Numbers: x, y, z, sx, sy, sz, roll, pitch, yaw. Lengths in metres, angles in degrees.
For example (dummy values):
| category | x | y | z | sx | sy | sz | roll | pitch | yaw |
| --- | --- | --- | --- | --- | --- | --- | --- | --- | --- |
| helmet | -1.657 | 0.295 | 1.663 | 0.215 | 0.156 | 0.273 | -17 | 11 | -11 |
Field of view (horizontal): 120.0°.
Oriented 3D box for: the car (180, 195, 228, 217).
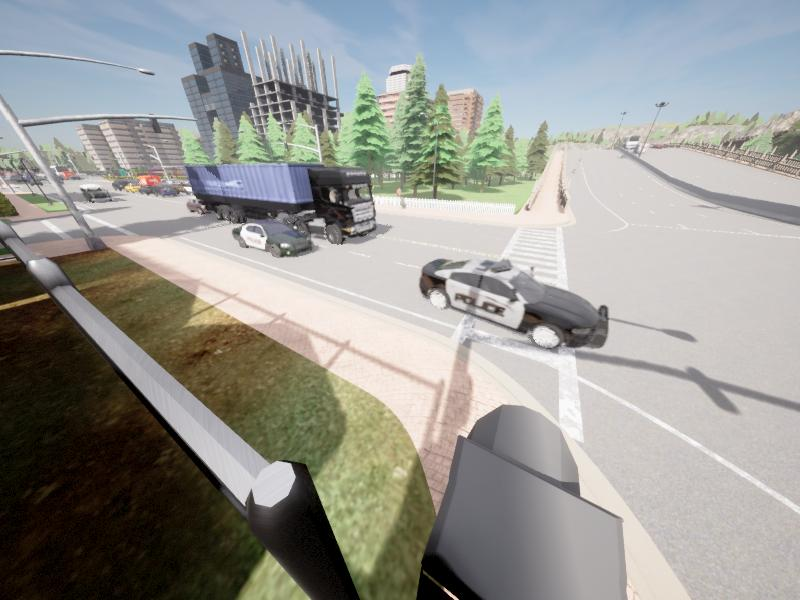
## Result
| category | x | y | z | sx | sy | sz | roll | pitch | yaw |
| --- | --- | --- | --- | --- | --- | --- | --- | --- | --- |
| car | -19.103 | -9.225 | 22.530 | 3.806 | 1.475 | 1.970 | 17 | 34 | 27 |

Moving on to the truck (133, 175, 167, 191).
| category | x | y | z | sx | sy | sz | roll | pitch | yaw |
| --- | --- | --- | --- | --- | --- | --- | --- | --- | --- |
| truck | -49.132 | -23.022 | 45.411 | 5.204 | 2.467 | 2.627 | 17 | 34 | 27 |

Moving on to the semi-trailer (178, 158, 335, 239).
| category | x | y | z | sx | sy | sz | roll | pitch | yaw |
| --- | --- | --- | --- | --- | --- | --- | --- | --- | --- |
| semi-trailer | -11.493 | -8.235 | 17.849 | 14.254 | 4.402 | 2.717 | 17 | 34 | 27 |

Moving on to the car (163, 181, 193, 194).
| category | x | y | z | sx | sy | sz | roll | pitch | yaw |
| --- | --- | --- | --- | --- | --- | --- | --- | --- | --- |
| car | -38.129 | -19.391 | 39.713 | 4.605 | 1.855 | 1.932 | 17 | 34 | 27 |

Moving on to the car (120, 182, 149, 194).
| category | x | y | z | sx | sy | sz | roll | pitch | yaw |
| --- | --- | --- | --- | --- | --- | --- | --- | --- | --- |
| car | -47.118 | -19.966 | 41.007 | 5.366 | 1.575 | 1.801 | 17 | 34 | 27 |

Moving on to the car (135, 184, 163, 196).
| category | x | y | z | sx | sy | sz | roll | pitch | yaw |
| --- | --- | --- | --- | --- | --- | --- | --- | --- | --- |
| car | -41.167 | -18.094 | 37.870 | 4.193 | 1.474 | 1.816 | 17 | 34 | 27 |

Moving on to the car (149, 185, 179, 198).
| category | x | y | z | sx | sy | sz | roll | pitch | yaw |
| --- | --- | --- | --- | --- | --- | --- | --- | --- | --- |
| car | -35.779 | -16.477 | 34.990 | 3.705 | 1.549 | 1.789 | 17 | 34 | 27 |

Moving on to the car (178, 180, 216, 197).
| category | x | y | z | sx | sy | sz | roll | pitch | yaw |
| --- | --- | --- | --- | --- | --- | --- | --- | --- | --- |
| car | -31.949 | -17.567 | 36.387 | 5.566 | 2.045 | 2.150 | 17 | 34 | 27 |

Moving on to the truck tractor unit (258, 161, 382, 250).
| category | x | y | z | sx | sy | sz | roll | pitch | yaw |
| --- | --- | --- | --- | --- | --- | --- | --- | --- | --- |
| truck tractor unit | -4.770 | -6.068 | 14.283 | 6.516 | 4.208 | 3.053 | 17 | 34 | 27 |

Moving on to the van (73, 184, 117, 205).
| category | x | y | z | sx | sy | sz | roll | pitch | yaw |
| --- | --- | --- | --- | --- | --- | --- | --- | --- | --- |
| van | -38.528 | -13.425 | 29.217 | 4.480 | 2.038 | 2.069 | 17 | 34 | 27 |

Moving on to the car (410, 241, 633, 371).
| category | x | y | z | sx | sy | sz | roll | pitch | yaw |
| --- | --- | --- | --- | --- | --- | --- | --- | --- | --- |
| car | 3.002 | -0.303 | 6.889 | 5.238 | 1.638 | 1.930 | 22 | 36 | 33 |

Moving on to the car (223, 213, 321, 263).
| category | x | y | z | sx | sy | sz | roll | pitch | yaw |
| --- | --- | --- | --- | --- | --- | --- | --- | --- | --- |
| car | -6.936 | -3.512 | 12.557 | 4.974 | 1.542 | 2.038 | 17 | 34 | 27 |
